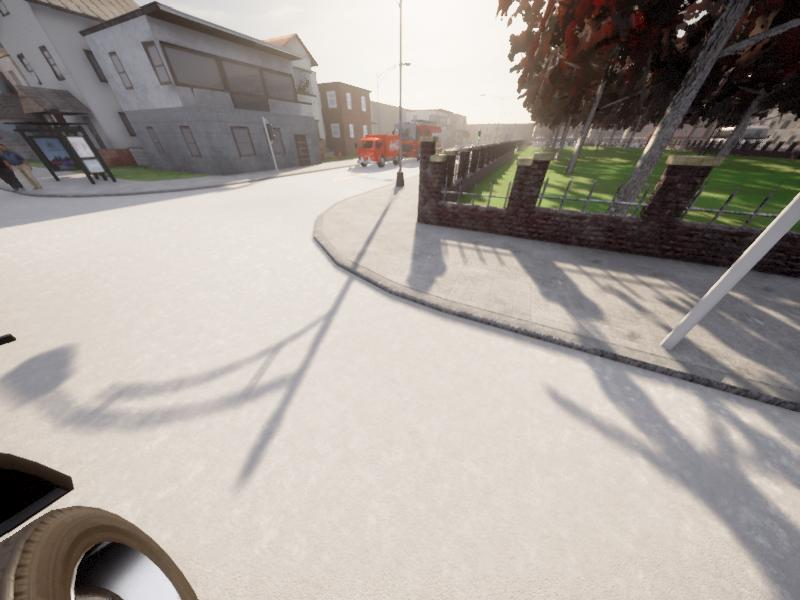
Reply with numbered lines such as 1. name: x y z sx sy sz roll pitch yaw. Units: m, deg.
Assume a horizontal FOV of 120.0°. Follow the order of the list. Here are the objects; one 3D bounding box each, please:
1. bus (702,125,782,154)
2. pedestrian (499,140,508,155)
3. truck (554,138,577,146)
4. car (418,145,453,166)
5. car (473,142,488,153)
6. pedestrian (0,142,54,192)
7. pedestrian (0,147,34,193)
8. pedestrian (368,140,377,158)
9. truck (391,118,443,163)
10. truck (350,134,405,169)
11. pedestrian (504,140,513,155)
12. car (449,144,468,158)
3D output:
1. bus: 67.675 -32.212 46.335 3.944 4.253 10.273 16 38 20
2. pedestrian: 15.556 -23.059 34.882 0.751 1.860 0.751 7 36 10
3. truck: 59.144 -56.471 82.562 6.274 2.098 2.390 16 38 21
4. car: 3.785 -15.015 23.863 1.801 1.575 5.366 16 38 21
5. car: 15.038 -28.474 43.071 1.845 1.501 3.633 16 38 21
6. pedestrian: -17.302 -6.066 10.544 0.751 1.860 0.751 -25 42 -31
7. pedestrian: -17.903 -5.938 10.366 0.751 1.860 0.751 27 43 32
8. pedestrian: -3.431 -18.746 28.632 0.751 1.860 0.751 11 37 15
9. truck: 2.265 -19.068 27.656 2.891 3.827 8.468 16 38 21
10. truck: -1.849 -13.929 21.519 2.627 2.467 5.204 16 38 21
11. pedestrian: 16.474 -23.294 35.221 0.751 1.860 0.751 16 38 21
12. car: 8.457 -21.278 32.939 2.033 1.411 5.357 10 36 13
